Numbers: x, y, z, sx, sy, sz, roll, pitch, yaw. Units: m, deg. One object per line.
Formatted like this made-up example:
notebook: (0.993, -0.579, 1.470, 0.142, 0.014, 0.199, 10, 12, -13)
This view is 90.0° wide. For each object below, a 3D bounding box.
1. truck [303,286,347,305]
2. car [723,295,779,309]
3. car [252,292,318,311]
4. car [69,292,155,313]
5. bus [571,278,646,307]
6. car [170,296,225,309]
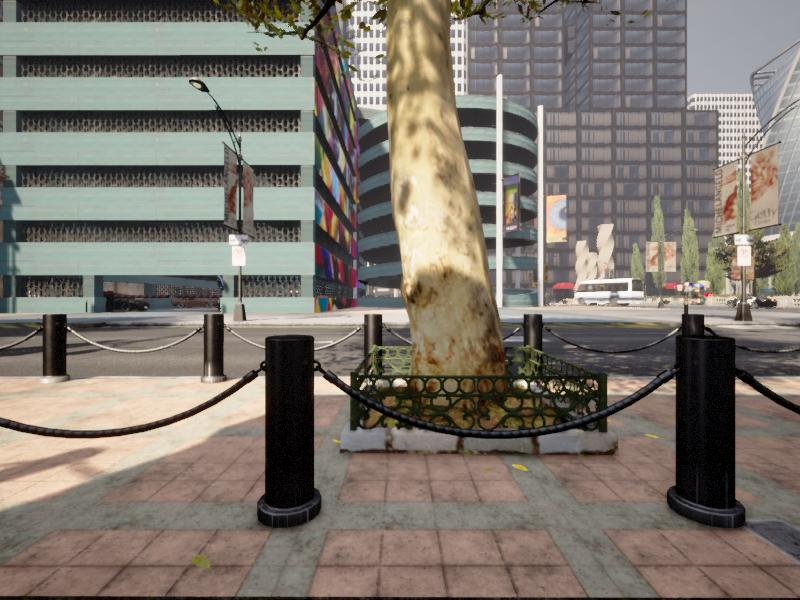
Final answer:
truck: (-15.130, -0.924, 81.001, 8.468, 3.827, 2.891, 0, 0, 0)
car: (40.499, 0.226, 46.306, 2.038, 1.542, 4.974, 0, 0, -1)
car: (-9.593, 0.117, 33.684, 4.902, 1.511, 2.128, 0, 0, 0)
car: (-21.193, 0.157, 29.591, 4.786, 1.482, 2.161, 0, 0, 0)
bus: (33.114, -1.139, 64.248, 3.944, 4.253, 10.273, 0, 0, -28)
car: (-20.752, 0.207, 41.191, 4.718, 1.301, 1.895, 0, 0, 0)
